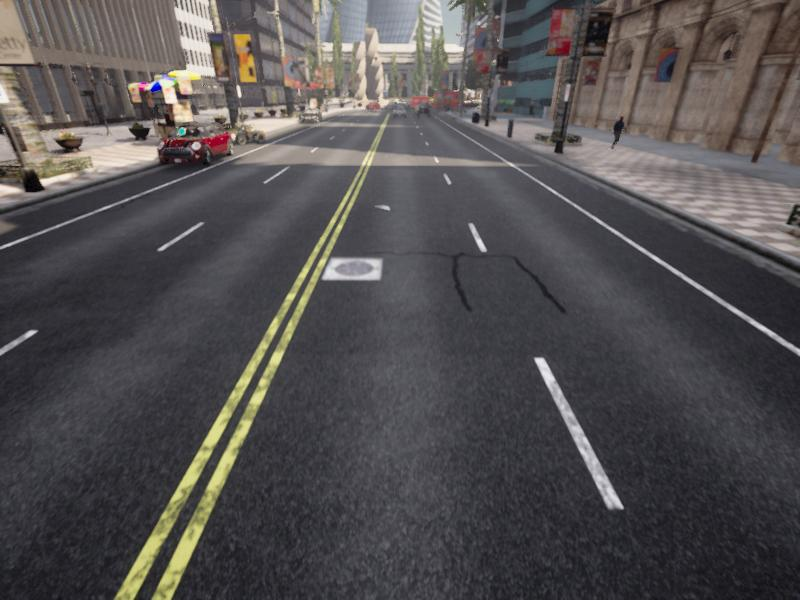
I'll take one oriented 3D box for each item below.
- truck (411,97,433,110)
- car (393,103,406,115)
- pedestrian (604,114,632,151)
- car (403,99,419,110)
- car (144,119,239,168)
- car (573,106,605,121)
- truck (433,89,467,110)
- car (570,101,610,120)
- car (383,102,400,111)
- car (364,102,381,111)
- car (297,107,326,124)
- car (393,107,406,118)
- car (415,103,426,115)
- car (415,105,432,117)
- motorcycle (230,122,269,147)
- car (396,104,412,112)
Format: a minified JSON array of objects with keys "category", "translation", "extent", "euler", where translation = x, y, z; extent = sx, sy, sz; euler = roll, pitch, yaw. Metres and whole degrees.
[{"category":"truck","translation":[4.646,-41.472,84.312],"extent":[2.627,2.467,5.204],"euler":[14,30,25]},{"category":"car","translation":[-0.092,-30.967,64.867],"extent":[2.038,1.542,4.974],"euler":[0,27,0]},{"category":"pedestrian","translation":[12.360,-9.500,22.724],"extent":[0.751,1.860,0.751],"euler":[0,27,-1]},{"category":"car","translation":[2.394,-42.621,87.172],"extent":[1.905,1.878,3.866],"euler":[14,30,25]},{"category":"car","translation":[-9.966,-7.804,19.667],"extent":[2.185,1.767,4.553],"euler":[0,27,0]},{"category":"car","translation":[24.785,-24.555,52.635],"extent":[2.007,1.523,4.514],"euler":[0,27,0]},{"category":"truck","translation":[10.837,-43.406,86.641],"extent":[2.891,3.827,8.468],"euler":[21,34,34]},{"category":"car","translation":[24.787,-24.930,52.507],"extent":[2.435,2.045,5.566],"euler":[0,27,0]},{"category":"car","translation":[-1.667,-38.373,79.359],"extent":[1.812,1.442,4.674],"euler":[9,28,16]},{"category":"car","translation":[-5.401,-38.286,79.054],"extent":[1.882,1.535,5.008],"euler":[7,28,13]},{"category":"car","translation":[-10.085,-21.163,45.829],"extent":[2.231,1.521,4.892],"euler":[0,27,0]},{"category":"car","translation":[-0.059,-27.328,58.139],"extent":[1.895,1.301,4.718],"euler":[0,27,0]},{"category":"car","translation":[3.419,-31.907,66.780],"extent":[1.801,1.575,5.366],"euler":[2,27,3]},{"category":"car","translation":[3.435,-27.927,59.096],"extent":[2.128,1.511,4.902],"euler":[0,27,0]},{"category":"motorcycle","translation":[-9.849,-10.925,26.335],"extent":[0.764,1.277,2.356],"euler":[15,31,26]},{"category":"car","translation":[0.733,-36.174,75.277],"extent":[1.895,1.301,4.718],"euler":[7,28,13]}]
